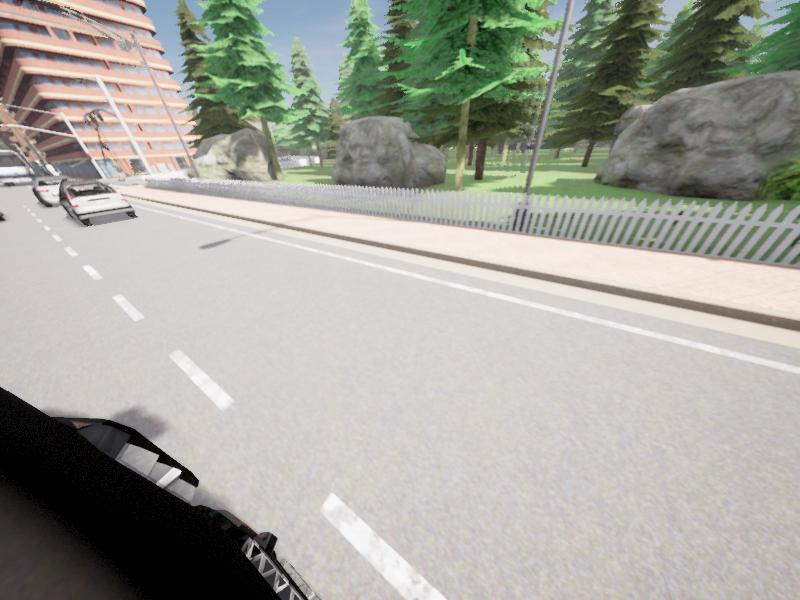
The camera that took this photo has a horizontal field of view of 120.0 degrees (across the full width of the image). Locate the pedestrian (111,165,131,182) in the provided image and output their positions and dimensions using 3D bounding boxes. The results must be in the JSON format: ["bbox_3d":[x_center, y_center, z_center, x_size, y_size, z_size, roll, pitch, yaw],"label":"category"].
[{"bbox_3d":[-35.084,-15.939,29.060,0.751,1.860,0.751,24,42,34],"label":"pedestrian"}]

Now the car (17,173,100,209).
[{"bbox_3d":[-22.879,-7.404,15.491,4.611,1.667,2.242,18,39,28],"label":"car"}]

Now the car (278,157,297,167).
[{"bbox_3d":[-22.674,-27.956,46.659,1.816,1.474,4.193,-3,33,-1],"label":"car"}]

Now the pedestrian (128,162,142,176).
[{"bbox_3d":[-43.712,-21.587,38.078,0.751,1.860,0.751,26,43,36],"label":"pedestrian"}]

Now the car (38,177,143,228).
[{"bbox_3d":[-14.267,-4.634,10.674,3.988,1.617,1.851,18,39,28],"label":"car"}]

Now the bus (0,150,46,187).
[{"bbox_3d":[-58.532,-19.668,34.528,10.273,4.253,3.944,18,39,28],"label":"bus"}]

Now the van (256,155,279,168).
[{"bbox_3d":[-26.147,-27.529,45.823,1.775,1.987,4.442,-3,33,0],"label":"van"}]

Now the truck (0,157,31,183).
[{"bbox_3d":[-73.692,-24.379,43.249,8.468,3.827,2.891,18,39,28],"label":"truck"}]

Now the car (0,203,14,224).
[{"bbox_3d":[-21.281,-4.525,11.152,4.902,1.511,2.128,18,39,28],"label":"car"}]
